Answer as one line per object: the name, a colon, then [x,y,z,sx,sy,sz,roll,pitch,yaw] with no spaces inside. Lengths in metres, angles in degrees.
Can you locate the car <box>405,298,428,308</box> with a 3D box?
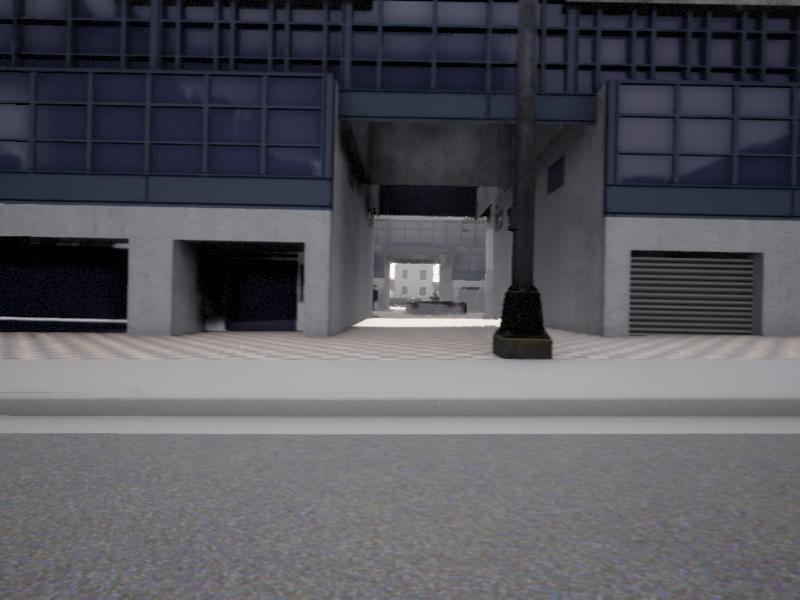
car: [2.727,0.528,66.149,3.633,1.501,1.845,1,0,-2]

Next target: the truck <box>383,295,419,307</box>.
truck: [0.243,0.189,74.581,6.274,2.098,2.390,1,0,9]
